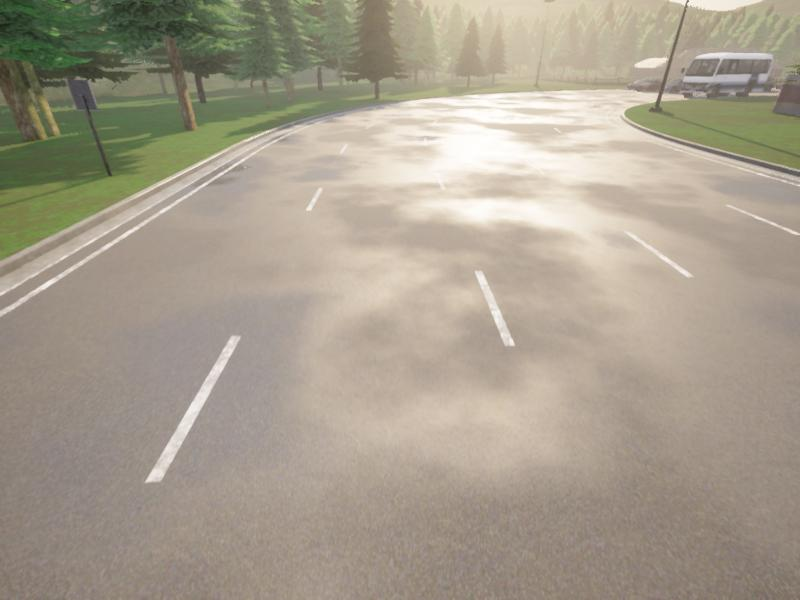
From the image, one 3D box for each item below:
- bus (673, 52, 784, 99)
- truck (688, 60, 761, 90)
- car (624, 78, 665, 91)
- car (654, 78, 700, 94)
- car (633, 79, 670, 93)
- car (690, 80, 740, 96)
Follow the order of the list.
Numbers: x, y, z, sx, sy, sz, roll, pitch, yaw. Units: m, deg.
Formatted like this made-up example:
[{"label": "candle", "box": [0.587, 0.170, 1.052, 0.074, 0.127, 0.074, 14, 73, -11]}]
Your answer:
[{"label": "bus", "box": [36.355, -24.919, 44.422, 10.273, 4.253, 3.944, -12, 33, -20]}, {"label": "truck", "box": [48.977, -34.050, 60.471, 8.468, 3.827, 2.891, -7, 31, -12]}, {"label": "car", "box": [35.258, -31.113, 57.767, 4.792, 1.488, 2.163, -11, 32, -18]}, {"label": "car", "box": [35.573, -27.504, 51.429, 4.856, 1.649, 2.033, -11, 32, -18]}, {"label": "car", "box": [33.994, -29.009, 54.161, 4.193, 1.474, 1.816, -12, 33, -20]}, {"label": "car", "box": [38.801, -26.153, 49.225, 5.366, 1.575, 1.801, -11, 32, -18]}]
